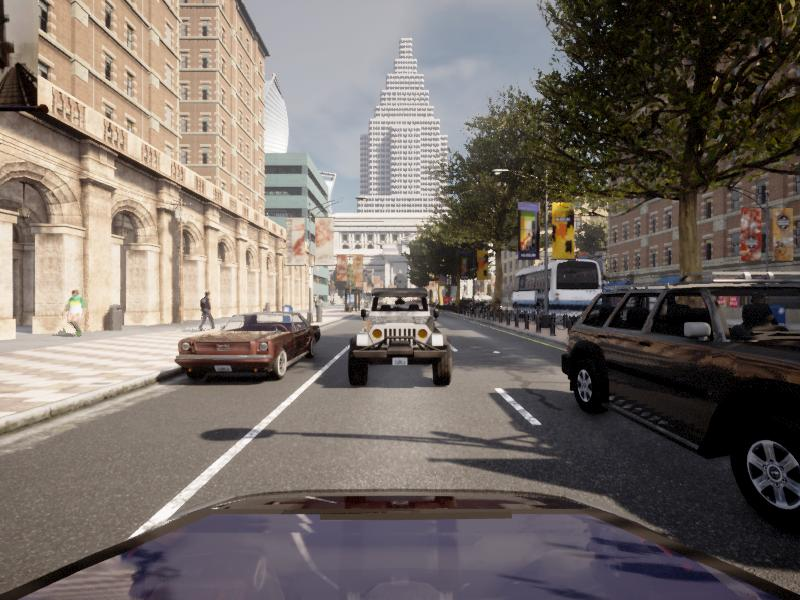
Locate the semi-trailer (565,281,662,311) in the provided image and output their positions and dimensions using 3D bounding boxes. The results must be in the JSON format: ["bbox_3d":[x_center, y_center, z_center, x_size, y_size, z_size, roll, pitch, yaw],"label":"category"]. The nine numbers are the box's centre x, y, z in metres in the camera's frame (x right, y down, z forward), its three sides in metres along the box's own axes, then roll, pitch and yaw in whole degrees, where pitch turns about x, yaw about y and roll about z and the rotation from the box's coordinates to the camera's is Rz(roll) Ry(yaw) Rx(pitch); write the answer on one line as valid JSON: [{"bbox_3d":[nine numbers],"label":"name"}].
[{"bbox_3d":[32.604,-0.609,61.133,14.254,4.402,2.717,0,0,-8],"label":"semi-trailer"}]

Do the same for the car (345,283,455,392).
[{"bbox_3d":[-0.001,0.647,8.818,1.905,1.878,3.866,0,0,0],"label":"car"}]

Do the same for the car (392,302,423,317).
[{"bbox_3d":[0.679,0.901,41.321,2.033,1.411,5.357,0,0,-12],"label":"car"}]

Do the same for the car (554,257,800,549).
[{"bbox_3d":[3.501,0.653,4.281,1.932,1.855,4.605,0,0,0],"label":"car"}]

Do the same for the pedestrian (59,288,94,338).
[{"bbox_3d":[-12.418,0.487,15.383,0.751,1.860,0.751,0,0,0],"label":"pedestrian"}]

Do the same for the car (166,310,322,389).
[{"bbox_3d":[-3.250,0.940,9.526,1.895,1.301,4.718,0,0,0],"label":"car"}]

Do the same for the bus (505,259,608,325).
[{"bbox_3d":[11.400,-0.530,30.843,3.944,4.253,10.273,0,0,0],"label":"bus"}]

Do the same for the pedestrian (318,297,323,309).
[{"bbox_3d":[-12.553,0.494,63.098,0.751,1.860,0.751,0,0,0],"label":"pedestrian"}]

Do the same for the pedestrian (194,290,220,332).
[{"bbox_3d":[-8.724,0.488,18.113,0.751,1.860,0.751,0,0,12],"label":"pedestrian"}]
